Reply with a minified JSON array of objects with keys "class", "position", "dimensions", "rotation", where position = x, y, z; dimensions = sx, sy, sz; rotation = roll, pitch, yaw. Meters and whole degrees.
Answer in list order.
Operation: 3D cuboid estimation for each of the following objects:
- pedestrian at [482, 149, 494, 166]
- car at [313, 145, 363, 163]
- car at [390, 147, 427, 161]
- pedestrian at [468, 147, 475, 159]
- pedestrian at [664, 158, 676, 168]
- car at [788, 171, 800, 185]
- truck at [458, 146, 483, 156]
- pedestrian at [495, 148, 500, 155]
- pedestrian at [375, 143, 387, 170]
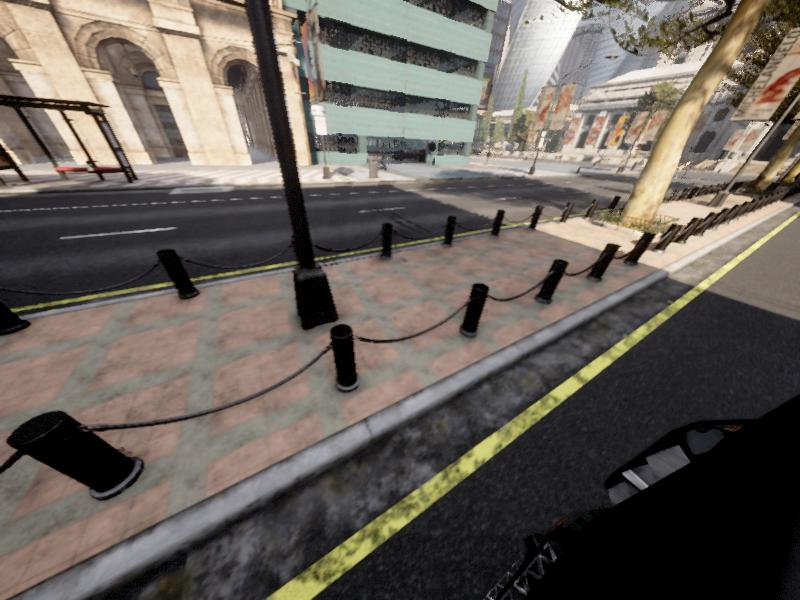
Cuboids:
[{"class":"pedestrian","position":[11.602,-18.782,30.381],"dimensions":[0.751,1.860,0.751],"rotation":[-28,45,-37]},{"class":"car","position":[-6.776,-16.091,25.476],"dimensions":[4.786,1.482,2.161],"rotation":[-16,39,-26]},{"class":"car","position":[1.192,-21.105,33.393],"dimensions":[4.902,1.511,2.128],"rotation":[-16,39,-26]},{"class":"pedestrian","position":[14.236,-29.206,45.900],"dimensions":[0.751,1.860,0.751],"rotation":[15,36,16]},{"class":"pedestrian","position":[57.196,-28.969,48.908],"dimensions":[0.751,1.860,0.751],"rotation":[-16,39,-26]},{"class":"car","position":[51.538,-14.653,27.734],"dimensions":[1.932,1.855,4.605],"rotation":[-16,39,-26]},{"class":"truck","position":[20.482,-43.617,67.654],"dimensions":[6.274,2.098,2.390],"rotation":[26,40,30]},{"class":"pedestrian","position":[32.973,-50.181,78.173],"dimensions":[0.751,1.860,0.751],"rotation":[-24,42,-33]},{"class":"pedestrian","position":[-1.557,-11.930,19.288],"dimensions":[0.751,1.860,0.751],"rotation":[-13,37,-22]}]
